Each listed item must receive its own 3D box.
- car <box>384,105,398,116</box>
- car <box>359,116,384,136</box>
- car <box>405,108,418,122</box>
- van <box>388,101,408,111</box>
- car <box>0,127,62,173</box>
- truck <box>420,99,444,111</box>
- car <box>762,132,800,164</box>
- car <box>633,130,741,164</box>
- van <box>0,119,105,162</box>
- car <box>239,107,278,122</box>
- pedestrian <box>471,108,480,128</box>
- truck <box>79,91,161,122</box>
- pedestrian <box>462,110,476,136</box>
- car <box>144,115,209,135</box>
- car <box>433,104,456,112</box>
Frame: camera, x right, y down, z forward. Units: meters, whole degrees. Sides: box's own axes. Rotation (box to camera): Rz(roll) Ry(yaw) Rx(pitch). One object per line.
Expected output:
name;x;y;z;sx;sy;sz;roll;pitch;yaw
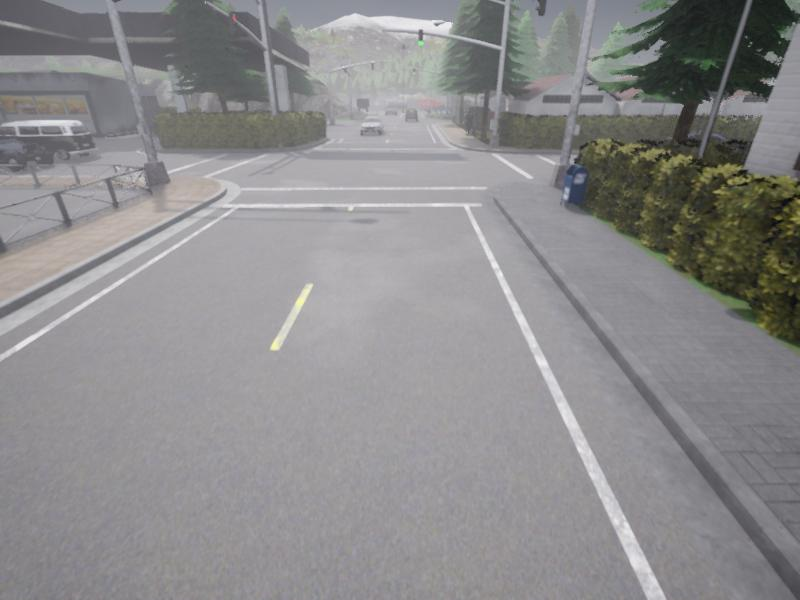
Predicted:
car;-1.475;-32.535;68.587;2.038;1.542;4.974;1;27;1
car;-2.501;-15.748;36.078;1.812;1.442;4.674;0;27;2
car;1.594;-25.370;54.713;1.789;1.549;3.705;0;27;2
van;-0.373;-44.250;91.409;4.442;1.987;1.775;1;27;2
car;-19.367;-7.310;19.370;3.866;1.878;1.905;1;27;2
truck;7.218;-44.366;91.075;5.204;2.467;2.627;1;27;2
car;22.612;-8.146;21.423;4.181;1.385;1.994;1;27;2
car;15.345;-8.285;21.606;4.193;1.474;1.816;1;27;2
van;-19.807;-8.979;22.466;4.480;2.038;2.069;1;27;2
car;-19.704;-25.928;55.870;4.553;1.767;2.097;1;27;2
pedestrian;7.734;-18.661;41.074;0.751;1.860;0.751;3;27;5
truck;-39.046;-27.127;56.046;8.468;3.827;2.891;1;27;2
pedestrian;5.405;-13.932;31.447;0.751;1.860;0.751;-4;27;-8
car;-21.100;-16.619;37.962;4.611;1.667;2.242;0;27;1
car;9.751;-42.320;88.096;5.008;1.535;1.882;1;27;2
